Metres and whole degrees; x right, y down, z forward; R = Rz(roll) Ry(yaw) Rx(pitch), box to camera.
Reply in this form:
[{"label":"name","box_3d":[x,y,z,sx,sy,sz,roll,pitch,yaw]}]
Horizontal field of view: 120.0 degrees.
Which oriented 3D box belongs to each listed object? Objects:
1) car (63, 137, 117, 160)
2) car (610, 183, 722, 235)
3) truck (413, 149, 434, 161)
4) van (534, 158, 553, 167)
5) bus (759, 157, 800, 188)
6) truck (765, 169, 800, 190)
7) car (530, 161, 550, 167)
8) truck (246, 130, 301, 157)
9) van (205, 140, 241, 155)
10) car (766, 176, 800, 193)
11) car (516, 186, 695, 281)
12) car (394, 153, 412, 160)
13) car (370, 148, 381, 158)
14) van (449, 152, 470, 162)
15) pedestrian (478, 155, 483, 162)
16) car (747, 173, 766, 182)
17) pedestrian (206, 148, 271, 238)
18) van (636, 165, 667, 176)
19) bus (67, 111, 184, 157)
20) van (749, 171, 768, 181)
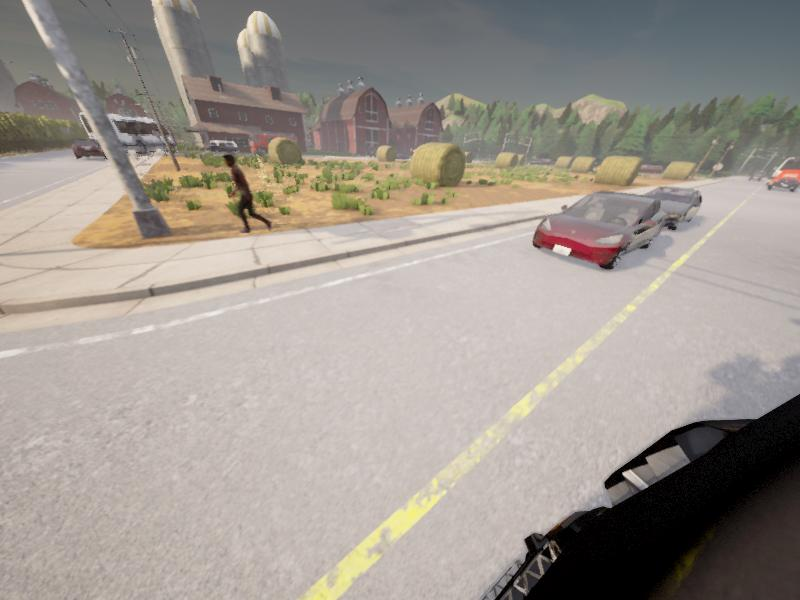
[{"label":"car","box_3d":[-31.162,-15.398,23.420,2.097,1.767,4.553,-21,40,-32]},{"label":"car","box_3d":[11.949,-4.249,10.325,5.357,1.411,2.033,-19,39,-30]},{"label":"truck","box_3d":[6.471,-39.904,63.667,5.204,2.467,2.627,-22,41,-33]},{"label":"van","box_3d":[46.292,-44.425,74.557,1.775,1.987,4.442,-21,40,-32]},{"label":"bus","box_3d":[68.840,-22.607,40.834,10.273,4.253,3.944,-19,39,-30]},{"label":"truck","box_3d":[58.659,-18.316,34.998,5.204,2.467,2.627,-19,39,-30]},{"label":"car","box_3d":[43.867,-42.815,72.499,1.895,1.301,4.718,-21,40,-32]},{"label":"truck","box_3d":[-24.543,-30.555,45.374,8.468,3.827,2.891,-22,40,-33]},{"label":"van","box_3d":[-31.399,-27.094,41.097,4.480,2.038,2.069,-21,40,-33]},{"label":"car","box_3d":[51.531,-15.533,30.885,5.027,1.651,2.152,-19,39,-30]},{"label":"car","box_3d":[5.913,-2.223,6.608,4.792,1.488,2.163,-19,39,-30]},{"label":"car","box_3d":[0.711,-37.166,59.939,4.181,1.385,1.994,-22,41,-33]},{"label":"car","box_3d":[-6.747,-39.891,62.744,1.905,1.878,3.866,12,35,3]},{"label":"van","box_3d":[18.656,-44.755,72.191,6.366,2.431,2.351,-22,41,-33]},{"label":"pedestrian","box_3d":[24.957,-43.963,71.742,0.751,1.860,0.751,-24,42,-35]},{"label":"car","box_3d":[81.892,-28.208,53.041,3.705,1.549,1.789,-19,39,-30]},{"label":"pedestrian","box_3d":[-3.833,-2.595,5.664,0.751,1.860,0.751,-12,36,-22]},{"label":"van","box_3d":[59.985,-31.088,55.249,1.775,1.987,4.442,-21,40,-32]},{"label":"bus","box_3d":[-35.839,-22.285,31.343,3.944,4.253,10.273,-3,34,-7]},{"label":"van","box_3d":[87.651,-30.350,56.447,4.442,1.987,1.775,-19,39,-30]}]
